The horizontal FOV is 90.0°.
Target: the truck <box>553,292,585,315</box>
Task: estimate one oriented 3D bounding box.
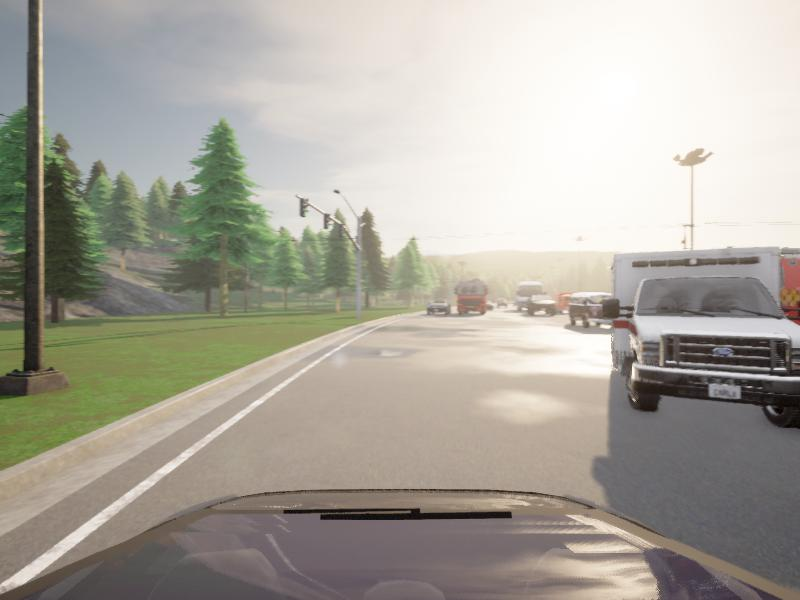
[{"bbox_3d":[19.385,0.377,46.218,2.627,2.467,5.204,0,0,14],"label":"truck"}]

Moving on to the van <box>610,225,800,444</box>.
[{"bbox_3d":[5.319,0.390,7.569,2.351,2.431,6.366,0,0,27],"label":"van"}]

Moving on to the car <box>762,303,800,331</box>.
[{"bbox_3d":[23.250,0.921,21.823,4.792,1.488,2.163,0,0,9],"label":"car"}]

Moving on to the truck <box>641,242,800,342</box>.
[{"bbox_3d":[15.375,-0.279,17.556,8.468,3.827,2.891,0,0,-11],"label":"truck"}]

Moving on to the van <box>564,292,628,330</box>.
[{"bbox_3d":[11.344,0.589,23.514,2.069,2.038,4.480,0,0,8],"label":"van"}]

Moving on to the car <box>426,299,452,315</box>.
[{"bbox_3d":[4.292,0.744,43.367,2.152,1.651,5.027,0,0,13],"label":"car"}]

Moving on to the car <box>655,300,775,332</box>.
[{"bbox_3d":[16.911,0.824,21.627,5.027,1.651,2.152,0,0,-7],"label":"car"}]

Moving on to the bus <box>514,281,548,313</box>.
[{"bbox_3d":[19.073,-0.535,58.983,3.944,4.253,10.273,0,1,14],"label":"bus"}]

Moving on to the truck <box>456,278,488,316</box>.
[{"bbox_3d":[8.175,-0.343,44.599,2.891,3.827,8.468,0,0,14],"label":"truck"}]

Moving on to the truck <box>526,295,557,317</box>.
[{"bbox_3d":[14.770,0.551,42.124,2.390,2.098,6.274,0,0,13],"label":"truck"}]

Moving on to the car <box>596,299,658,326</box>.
[{"bbox_3d":[15.415,0.786,27.483,2.242,1.667,4.611,0,0,9],"label":"car"}]
